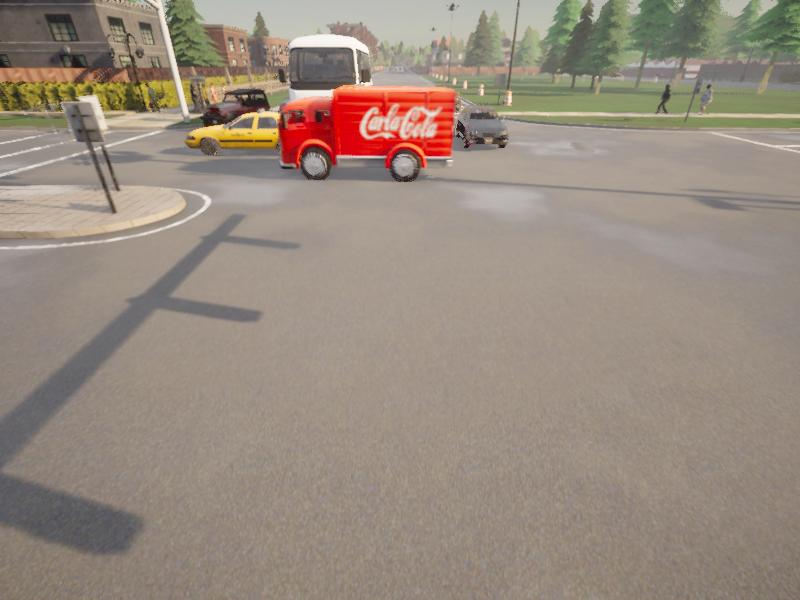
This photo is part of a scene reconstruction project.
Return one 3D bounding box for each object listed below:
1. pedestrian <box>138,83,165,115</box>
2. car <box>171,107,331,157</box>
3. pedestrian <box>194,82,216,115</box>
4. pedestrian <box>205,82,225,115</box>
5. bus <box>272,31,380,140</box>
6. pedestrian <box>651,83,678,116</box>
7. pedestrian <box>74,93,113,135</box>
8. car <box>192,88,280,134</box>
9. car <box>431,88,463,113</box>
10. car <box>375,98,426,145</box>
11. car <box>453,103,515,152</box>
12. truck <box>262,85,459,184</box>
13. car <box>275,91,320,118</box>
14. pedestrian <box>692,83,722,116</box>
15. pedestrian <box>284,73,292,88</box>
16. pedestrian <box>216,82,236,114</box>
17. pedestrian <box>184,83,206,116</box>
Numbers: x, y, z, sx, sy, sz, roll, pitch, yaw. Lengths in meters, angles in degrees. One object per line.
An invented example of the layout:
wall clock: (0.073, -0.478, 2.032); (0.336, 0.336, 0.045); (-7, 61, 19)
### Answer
pedestrian: (-16.307, -13.213, 26.287); (0.751, 1.860, 0.751); (1, 30, 1)
car: (-5.585, -6.581, 15.616); (5.366, 1.575, 1.801); (0, 30, 1)
pedestrian: (-12.931, -13.400, 26.606); (0.751, 1.860, 0.751); (-4, 31, -7)
pedestrian: (-12.298, -13.399, 26.604); (0.751, 1.860, 0.751); (-8, 31, -14)
bus: (-3.355, -11.971, 22.164); (3.944, 4.253, 10.273); (0, 30, 0)
pedestrian: (17.264, -13.115, 26.136); (0.751, 1.860, 0.751); (3, 31, 5)
pedestrian: (-15.239, -9.265, 19.960); (0.751, 1.860, 0.751); (-2, 30, -4)
car: (-8.737, -10.350, 21.731); (1.905, 1.878, 3.866); (15, 34, 24)
car: (3.529, -15.347, 30.660); (1.970, 1.475, 3.806); (0, 30, 0)
car: (0.022, -8.733, 19.356); (2.128, 1.511, 4.902); (0, 30, 0)
car: (3.521, -7.635, 17.522); (1.816, 1.474, 4.193); (0, 30, 0)
truck: (-1.040, -5.165, 12.331); (5.204, 2.467, 2.627); (0, 30, 0)
car: (-7.073, -13.766, 28.067); (1.994, 1.385, 4.181); (1, 30, 2)
pedestrian: (19.741, -12.899, 25.769); (0.751, 1.860, 0.751); (2, 30, 3)
pedestrian: (-16.111, -31.476, 57.400); (0.751, 1.860, 0.751); (-3, 31, -5)
pedestrian: (-11.568, -13.433, 26.663); (0.751, 1.860, 0.751); (-5, 31, -9)
pedestrian: (-13.316, -13.047, 26.005); (0.751, 1.860, 0.751); (-17, 34, -26)
